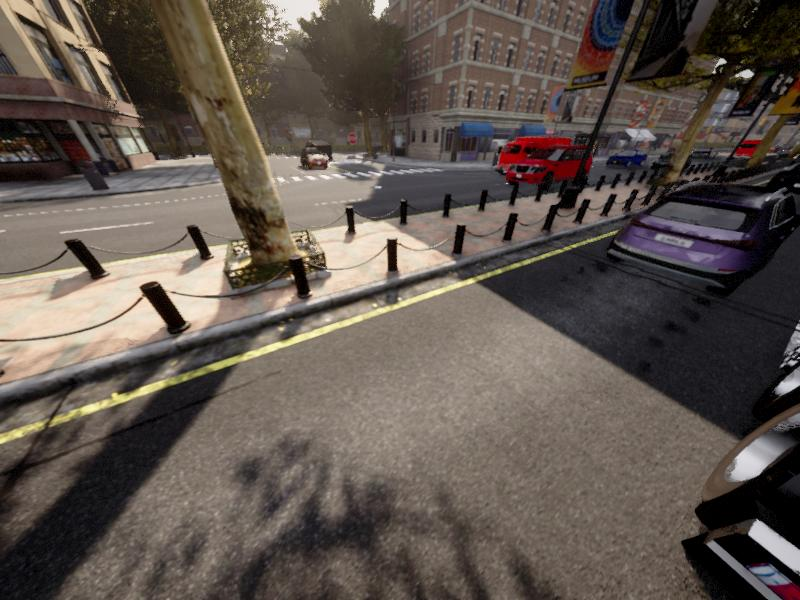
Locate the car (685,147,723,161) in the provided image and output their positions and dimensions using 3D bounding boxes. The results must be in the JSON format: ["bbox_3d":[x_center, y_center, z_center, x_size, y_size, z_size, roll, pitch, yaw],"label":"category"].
[{"bbox_3d":[44.983,-21.678,34.170,4.974,1.542,2.038,-18,39,-24],"label":"car"}]

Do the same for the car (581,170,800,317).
[{"bbox_3d":[6.630,-1.598,4.925,4.856,1.649,2.033,-18,39,-24],"label":"car"}]

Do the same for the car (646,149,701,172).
[{"bbox_3d":[25.384,-12.995,21.470,3.988,1.617,1.851,-18,39,-24],"label":"car"}]

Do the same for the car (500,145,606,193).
[{"bbox_3d":[8.830,-7.759,13.429,5.566,2.045,2.150,-18,39,-24],"label":"car"}]

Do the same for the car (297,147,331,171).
[{"bbox_3d":[-8.008,-13.077,21.316,1.851,1.617,3.988,-18,39,-24],"label":"car"}]

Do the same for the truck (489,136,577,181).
[{"bbox_3d":[9.694,-10.524,17.041,5.204,2.467,2.627,-18,39,-25],"label":"truck"}]

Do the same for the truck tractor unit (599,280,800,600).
[{"bbox_3d":[5.136,-0.275,0.741,6.516,4.208,3.053,-17,38,-23],"label":"truck tractor unit"}]

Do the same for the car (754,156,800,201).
[{"bbox_3d":[20.744,-6.217,11.665,5.238,1.638,1.930,-18,39,-24],"label":"car"}]

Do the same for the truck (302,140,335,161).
[{"bbox_3d":[-10.994,-20.051,30.877,2.390,2.098,6.274,-19,39,-25],"label":"truck"}]

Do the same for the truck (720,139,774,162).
[{"bbox_3d":[48.370,-20.855,32.198,5.204,2.467,2.627,-18,39,-24],"label":"truck"}]

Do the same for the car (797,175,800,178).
[{"bbox_3d":[32.645,-10.036,17.392,3.806,1.475,1.970,-18,39,-24],"label":"car"}]

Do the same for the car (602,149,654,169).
[{"bbox_3d":[23.698,-14.725,24.002,5.008,1.535,1.882,-18,39,-24],"label":"car"}]

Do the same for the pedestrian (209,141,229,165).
[{"bbox_3d":[-17.574,-14.284,22.442,0.751,1.860,0.751,-28,44,-34],"label":"pedestrian"}]

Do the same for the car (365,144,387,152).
[{"bbox_3d":[-5.168,-32.621,49.626,4.181,1.385,1.994,-17,39,-23],"label":"car"}]
